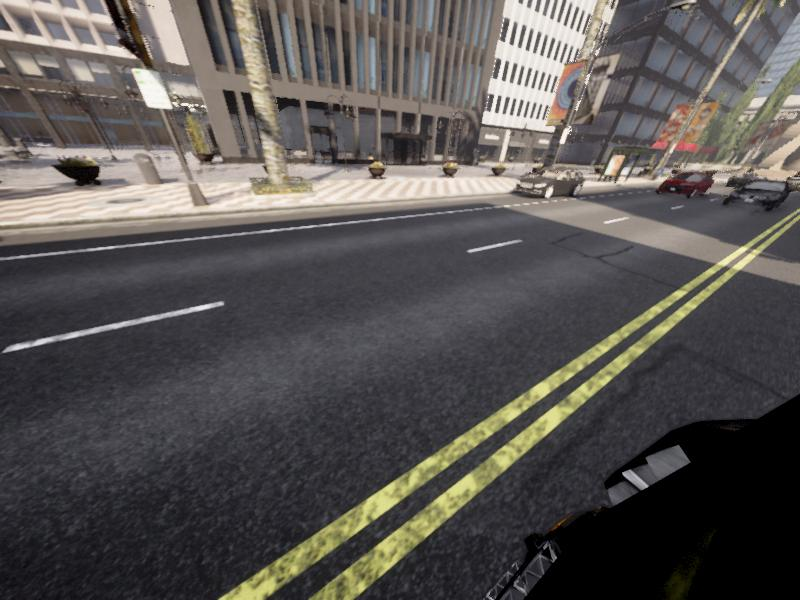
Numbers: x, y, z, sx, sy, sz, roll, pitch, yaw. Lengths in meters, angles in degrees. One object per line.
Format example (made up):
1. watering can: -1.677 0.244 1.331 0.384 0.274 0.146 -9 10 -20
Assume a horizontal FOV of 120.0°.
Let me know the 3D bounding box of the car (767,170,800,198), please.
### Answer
1. car: 34.630 -10.085 19.976 3.866 1.878 1.905 -14 37 -24

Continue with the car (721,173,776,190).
1. car: 36.466 -12.447 24.173 4.718 1.301 1.895 -12 37 -22

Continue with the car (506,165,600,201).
1. car: 9.094 -7.073 13.777 4.892 1.521 2.231 -16 38 -26

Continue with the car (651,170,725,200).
1. car: 20.841 -8.435 16.738 5.008 1.535 1.882 -16 38 -26

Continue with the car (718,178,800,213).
1. car: 21.344 -6.289 13.668 4.674 1.442 1.812 -16 38 -26

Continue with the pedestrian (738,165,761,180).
1. pedestrian: 50.231 -18.327 33.198 0.751 1.860 0.751 -1 34 -7
